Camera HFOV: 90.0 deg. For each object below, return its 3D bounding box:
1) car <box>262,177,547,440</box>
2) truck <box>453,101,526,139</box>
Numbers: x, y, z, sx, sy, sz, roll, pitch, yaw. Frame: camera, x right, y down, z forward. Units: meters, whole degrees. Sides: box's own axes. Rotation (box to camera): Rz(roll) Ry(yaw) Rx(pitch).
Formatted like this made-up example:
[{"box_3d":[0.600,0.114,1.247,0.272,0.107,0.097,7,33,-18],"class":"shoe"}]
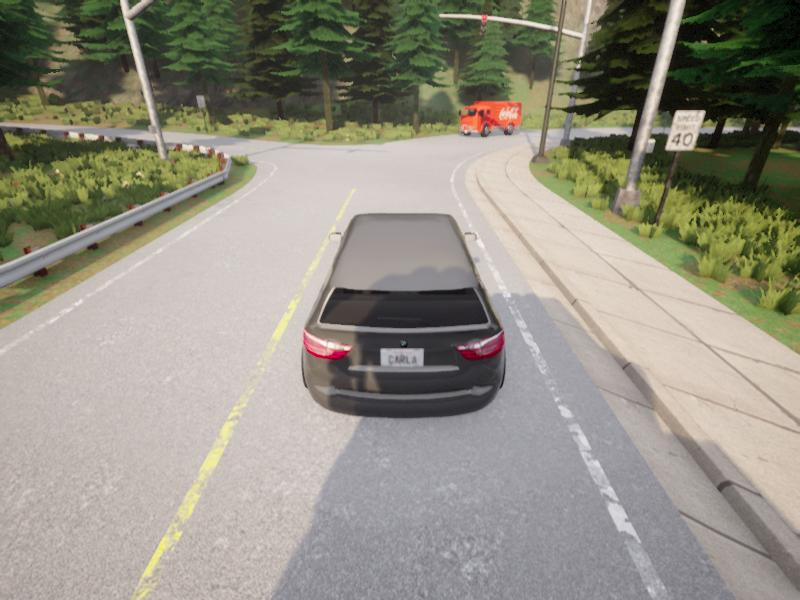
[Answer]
[{"box_3d":[0.042,-0.431,5.586,2.242,1.667,4.611,0,27,0],"class":"car"},{"box_3d":[7.088,-14.358,31.714,5.204,2.467,2.627,-20,33,-34],"class":"truck"}]
